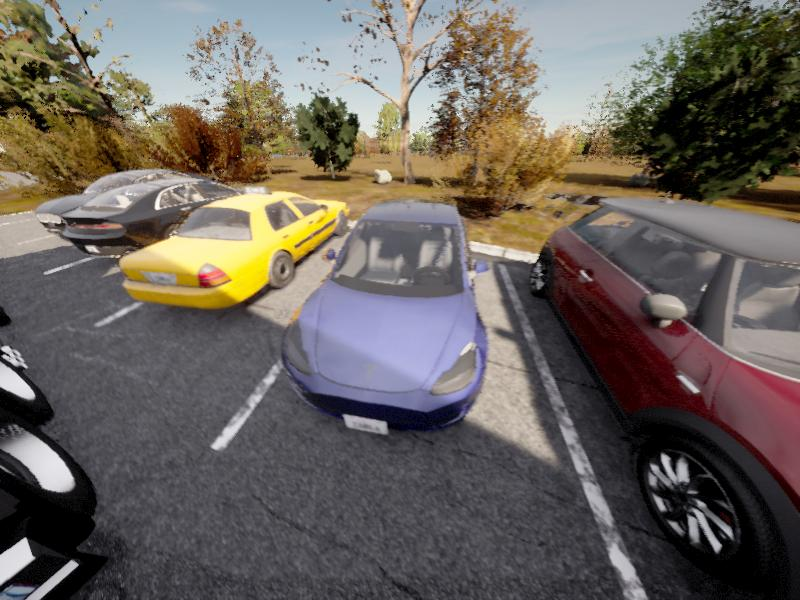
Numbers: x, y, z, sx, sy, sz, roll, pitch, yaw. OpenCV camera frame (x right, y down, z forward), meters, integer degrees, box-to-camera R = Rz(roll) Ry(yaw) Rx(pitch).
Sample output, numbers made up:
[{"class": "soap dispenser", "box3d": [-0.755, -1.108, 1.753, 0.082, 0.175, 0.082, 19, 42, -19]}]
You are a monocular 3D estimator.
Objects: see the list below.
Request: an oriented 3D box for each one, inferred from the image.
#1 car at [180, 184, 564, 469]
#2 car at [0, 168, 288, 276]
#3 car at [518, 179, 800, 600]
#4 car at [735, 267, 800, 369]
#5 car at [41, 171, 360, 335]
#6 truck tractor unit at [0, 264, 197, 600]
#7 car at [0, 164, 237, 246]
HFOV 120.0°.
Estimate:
[{"class": "car", "box3d": [0.134, -0.628, 3.630, 2.163, 1.488, 4.792, 6, 35, 8]}, {"class": "car", "box3d": [-5.741, -2.577, 6.445, 2.231, 1.521, 4.892, 6, 34, 8]}, {"class": "car", "box3d": [3.078, 0.167, 2.187, 2.185, 1.767, 4.553, 6, 35, 8]}, {"class": "car", "box3d": [5.636, 1.039, 0.905, 2.185, 1.767, 4.553, 5, 35, 8]}, {"class": "car", "box3d": [-2.775, -1.730, 5.193, 1.946, 1.575, 5.366, 6, 34, 8]}, {"class": "truck tractor unit", "box3d": [-5.114, -0.296, 0.786, 6.516, 4.208, 3.053, 18, 39, 24]}, {"class": "car", "box3d": [-8.672, -3.541, 7.859, 2.231, 1.521, 4.892, 6, 35, 8]}]
